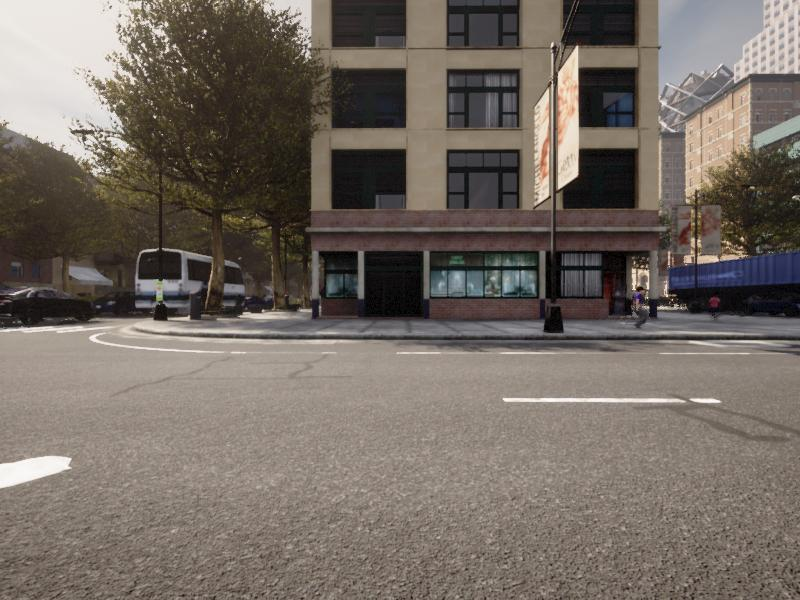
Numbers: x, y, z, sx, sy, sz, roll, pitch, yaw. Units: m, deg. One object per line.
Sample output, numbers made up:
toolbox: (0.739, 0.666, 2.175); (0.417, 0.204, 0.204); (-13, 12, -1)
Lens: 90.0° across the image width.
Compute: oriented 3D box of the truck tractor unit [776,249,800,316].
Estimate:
truck tractor unit: (26.692, -1.120, 23.652); (3.053, 4.208, 6.516); (0, 0, 3)

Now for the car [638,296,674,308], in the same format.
car: (34.608, 0.243, 54.258); (1.837, 1.490, 4.892); (0, 0, 1)

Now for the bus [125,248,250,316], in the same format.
bus: (-15.215, -1.132, 30.153); (3.944, 4.253, 10.273); (0, 0, 0)

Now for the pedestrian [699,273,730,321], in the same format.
pedestrian: (12.334, -0.115, 15.716); (0.751, 1.860, 0.751); (0, 0, 20)

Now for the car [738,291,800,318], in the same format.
car: (22.796, 0.254, 23.833); (1.816, 1.474, 4.193); (0, 0, 1)

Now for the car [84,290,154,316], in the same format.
car: (-18.627, 0.188, 26.721); (1.851, 1.617, 3.988); (0, 0, 0)

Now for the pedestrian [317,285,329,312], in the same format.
pedestrian: (-5.282, -0.115, 27.480); (0.751, 1.860, 0.751); (0, 0, -1)

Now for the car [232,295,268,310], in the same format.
car: (-15.013, 0.270, 40.255); (1.812, 1.442, 4.674); (0, 0, 1)

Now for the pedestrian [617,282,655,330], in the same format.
pedestrian: (6.676, 0.165, 11.355); (0.751, 1.300, 0.751); (0, 0, 15)

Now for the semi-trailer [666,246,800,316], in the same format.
semi-trailer: (26.945, -1.229, 31.558); (2.717, 4.402, 14.254); (0, 0, 1)

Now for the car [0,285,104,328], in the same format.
car: (-15.027, 0.236, 16.621); (2.128, 1.511, 4.902); (0, 0, -4)
